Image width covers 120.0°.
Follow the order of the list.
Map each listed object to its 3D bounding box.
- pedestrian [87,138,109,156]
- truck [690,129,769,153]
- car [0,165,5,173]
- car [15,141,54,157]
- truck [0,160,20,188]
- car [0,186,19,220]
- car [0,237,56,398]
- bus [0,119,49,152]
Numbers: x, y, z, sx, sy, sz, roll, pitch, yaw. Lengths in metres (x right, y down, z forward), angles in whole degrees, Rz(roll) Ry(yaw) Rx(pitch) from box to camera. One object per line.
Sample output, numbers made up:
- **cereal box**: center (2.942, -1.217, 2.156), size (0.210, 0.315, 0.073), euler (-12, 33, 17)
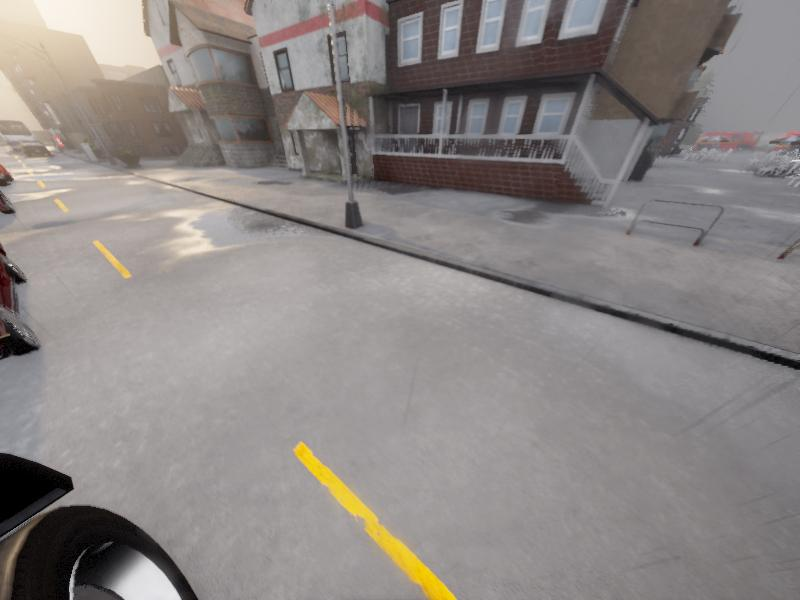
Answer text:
- **pedestrian**: center (-37.696, -19.123, 28.891), size (0.751, 1.860, 0.751), euler (-20, 40, -26)
- **truck**: center (69.317, -33.765, 49.064), size (8.468, 3.827, 2.891), euler (22, 41, 28)
- **car**: center (-30.645, -10.123, 16.378), size (3.866, 1.878, 1.905), euler (22, 41, 28)
- **car**: center (-47.905, -19.872, 30.282), size (5.238, 1.638, 1.930), euler (22, 41, 28)
- **truck**: center (-22.784, -7.138, 11.743), size (5.204, 2.467, 2.627), euler (21, 40, 29)
- **car**: center (-15.066, -3.561, 7.650), size (4.181, 1.385, 1.994), euler (22, 41, 28)
- **car**: center (-6.454, -0.026, 2.768), size (4.718, 1.301, 1.895), euler (22, 41, 28)
- **bus**: center (-65.282, -27.940, 39.322), size (10.273, 4.253, 3.944), euler (22, 41, 28)
